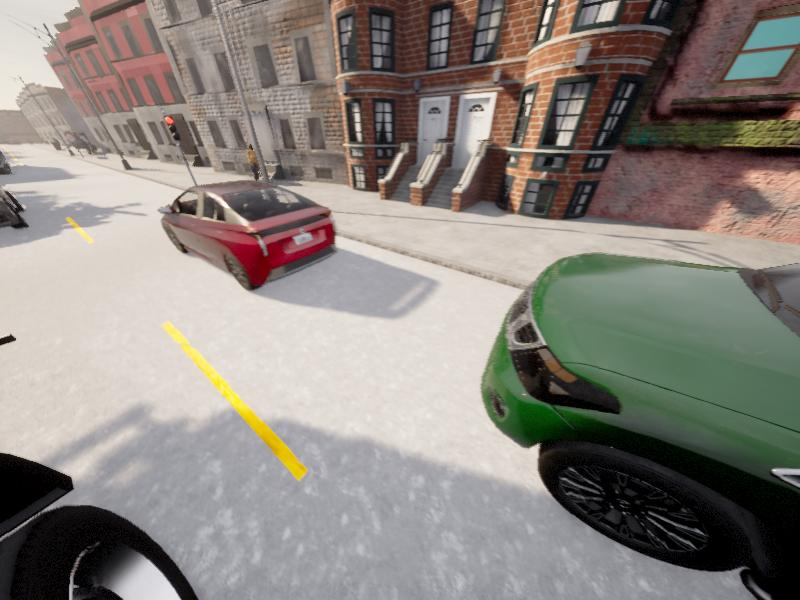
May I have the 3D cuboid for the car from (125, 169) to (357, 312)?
[{"bbox_3d":[-3.353,-1.658,4.905,4.514,1.525,2.007,22,41,28],"label":"car"}]

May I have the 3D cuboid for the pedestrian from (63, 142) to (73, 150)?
[{"bbox_3d":[-58.087,-26.905,40.383,0.500,1.100,0.500,21,40,27],"label":"pedestrian"}]

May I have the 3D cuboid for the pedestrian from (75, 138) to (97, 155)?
[{"bbox_3d":[-40.756,-19.936,29.991,0.751,1.860,0.751,15,38,20],"label":"pedestrian"}]

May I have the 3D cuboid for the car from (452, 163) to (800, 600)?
[{"bbox_3d":[3.373,0.858,0.943,5.566,2.045,2.150,22,41,28],"label":"car"}]

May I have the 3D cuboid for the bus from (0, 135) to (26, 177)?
[{"bbox_3d":[-30.613,-11.052,15.631,10.273,4.253,3.944,24,41,29],"label":"bus"}]

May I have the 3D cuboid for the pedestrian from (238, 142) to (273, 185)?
[{"bbox_3d":[-7.593,-7.191,12.201,0.751,1.860,0.751,16,38,21],"label":"pedestrian"}]

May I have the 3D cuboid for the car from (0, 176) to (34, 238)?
[{"bbox_3d":[-12.878,-2.872,6.421,4.611,1.667,2.242,23,41,29],"label":"car"}]
